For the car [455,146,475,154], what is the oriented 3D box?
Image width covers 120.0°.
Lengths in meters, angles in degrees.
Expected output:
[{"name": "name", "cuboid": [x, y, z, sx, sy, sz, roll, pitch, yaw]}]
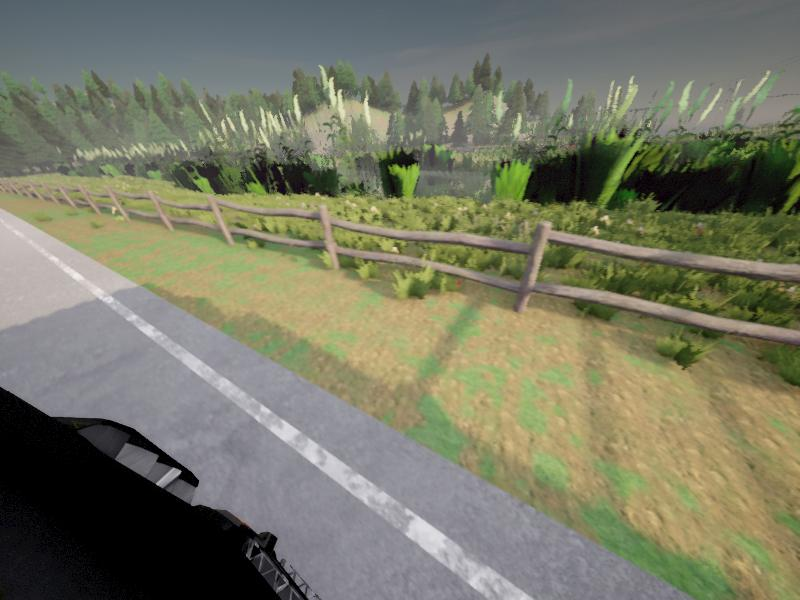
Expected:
[{"name": "car", "cuboid": [15.188, -34.988, 54.015, 4.181, 1.385, 1.994, 16, 38, 26]}]
